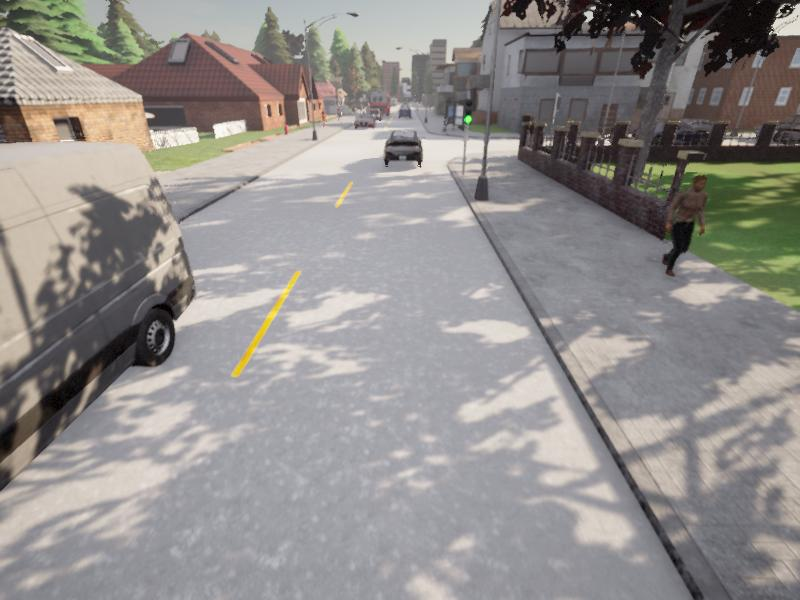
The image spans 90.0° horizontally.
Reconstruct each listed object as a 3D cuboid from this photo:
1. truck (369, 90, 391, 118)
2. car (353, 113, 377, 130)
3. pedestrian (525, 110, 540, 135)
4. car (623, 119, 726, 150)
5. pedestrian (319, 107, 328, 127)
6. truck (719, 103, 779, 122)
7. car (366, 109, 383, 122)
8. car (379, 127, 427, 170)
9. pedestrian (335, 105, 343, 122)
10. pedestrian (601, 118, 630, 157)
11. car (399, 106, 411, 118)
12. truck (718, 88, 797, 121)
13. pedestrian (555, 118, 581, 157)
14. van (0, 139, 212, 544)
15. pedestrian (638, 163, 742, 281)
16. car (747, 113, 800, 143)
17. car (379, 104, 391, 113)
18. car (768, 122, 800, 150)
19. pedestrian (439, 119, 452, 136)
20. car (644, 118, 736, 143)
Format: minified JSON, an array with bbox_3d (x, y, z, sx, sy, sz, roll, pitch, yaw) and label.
[{"bbox_3d":[-3.149,-32.024,65.158,2.891,3.827,8.468,0,27,1],"label":"truck"},{"bbox_3d":[-3.507,-18.249,40.898,1.994,1.385,4.181,0,27,1],"label":"car"},{"bbox_3d":[10.991,-14.786,33.254,0.751,1.860,0.751,1,27,2],"label":"pedestrian"},{"bbox_3d":[17.408,-10.594,25.595,4.856,1.649,2.033,-1,27,-1],"label":"car"},{"bbox_3d":[-7.937,-19.081,41.710,0.751,1.860,0.751,-4,27,-8],"label":"pedestrian"},{"bbox_3d":[46.011,-24.929,53.087,2.390,2.098,6.274,1,27,1],"label":"truck"},{"bbox_3d":[-3.341,-24.291,52.604,1.970,1.475,3.806,0,27,1],"label":"car"},{"bbox_3d":[0.238,-7.756,20.197,2.128,1.511,4.902,1,27,2],"label":"car"},{"bbox_3d":[-7.674,-23.505,50.370,0.751,1.860,0.751,0,27,0],"label":"pedestrian"},{"bbox_3d":[11.316,-8.563,21.092,0.751,1.860,0.751,2,27,4],"label":"pedestrian"},{"bbox_3d":[0.804,-29.315,62.365,1.882,1.535,5.008,0,27,1],"label":"car"},{"bbox_3d":[50.050,-27.656,56.522,2.891,3.827,8.468,0,27,0],"label":"truck"},{"bbox_3d":[8.877,-8.625,21.218,0.751,1.860,0.751,-1,27,-1],"label":"pedestrian"},{"bbox_3d":[-4.030,0.412,3.086,1.988,2.561,5.915,1,27,1],"label":"van"},{"bbox_3d":[4.960,-1.351,6.985,0.751,1.860,0.751,3,27,6],"label":"pedestrian"},{"bbox_3d":[28.577,-12.449,28.929,4.605,1.855,1.932,2,27,3],"label":"car"},{"bbox_3d":[-2.932,-37.792,78.995,2.128,1.511,4.902,0,27,1],"label":"car"},{"bbox_3d":[27.057,-10.501,25.523,4.902,1.511,2.128,-1,27,-2],"label":"car"},{"bbox_3d":[3.760,-14.377,33.328,0.751,1.300,0.751,15,31,26],"label":"pedestrian"},{"bbox_3d":[21.135,-12.464,29.376,4.902,1.511,2.128,0,27,1],"label":"car"}]
